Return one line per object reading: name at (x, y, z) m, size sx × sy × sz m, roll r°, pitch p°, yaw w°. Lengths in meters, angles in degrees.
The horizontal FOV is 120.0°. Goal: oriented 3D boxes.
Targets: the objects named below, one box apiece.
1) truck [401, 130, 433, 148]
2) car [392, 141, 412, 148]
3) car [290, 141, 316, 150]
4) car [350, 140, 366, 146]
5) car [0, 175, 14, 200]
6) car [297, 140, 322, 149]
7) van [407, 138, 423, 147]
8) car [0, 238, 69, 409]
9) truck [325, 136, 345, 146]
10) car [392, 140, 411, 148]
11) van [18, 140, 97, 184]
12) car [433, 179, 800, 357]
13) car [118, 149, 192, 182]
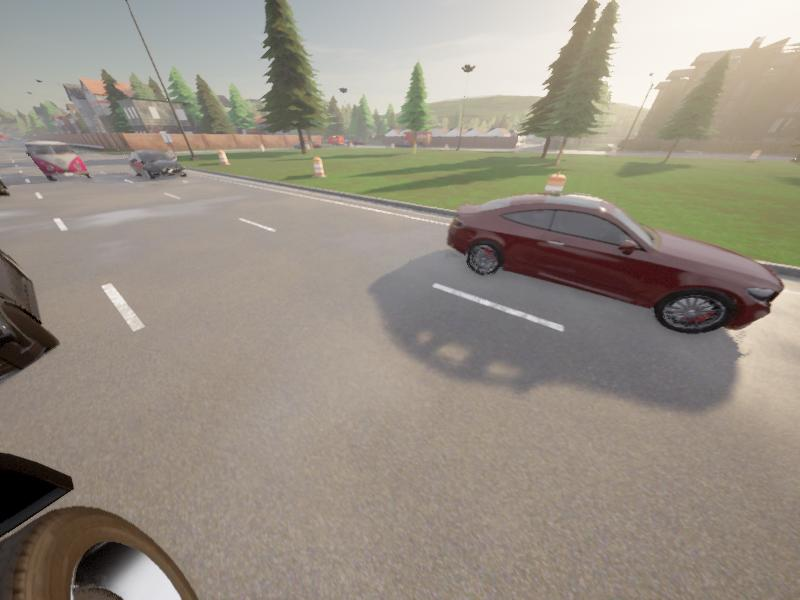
truck at (4.591, -44.809, 64.205) m, size 8.468 × 3.827 × 2.891 m, roll 22°, pitch 41°, yaw 28°
car at (0.484, -42.995, 63.764) m, size 5.027 × 1.651 × 2.152 m, roll 22°, pitch 41°, yaw 28°
car at (-20.674, -33.120, 49.490) m, size 2.007 × 1.525 × 4.514 m, roll 28°, pitch 44°, yaw 34°
car at (-13.715, -51.306, 75.329) m, size 4.792 × 1.488 × 2.163 m, roll 22°, pitch 41°, yaw 28°
car at (-19.452, -5.402, 10.020) m, size 5.027 × 1.651 × 2.152 m, roll 22°, pitch 41°, yaw 28°
car at (-20.849, -35.826, 53.257) m, size 4.611 × 1.667 × 2.242 m, roll -28°, pitch 44°, yaw -34°
van at (4.408, -46.587, 68.328) m, size 4.442 × 1.987 × 1.775 m, roll 22°, pitch 41°, yaw 28°
car at (-6.058, 0.103, 2.549) m, size 4.181 × 1.385 × 1.994 m, roll 22°, pitch 41°, yaw 28°
truck at (-20.165, -49.418, 71.737) m, size 5.204 × 2.467 × 2.627 m, roll 22°, pitch 41°, yaw 28°
car at (0.354, -40.666, 60.287) m, size 4.611 × 1.667 × 2.242 m, roll 22°, pitch 41°, yaw 28°
van at (-20.839, -8.514, 14.109) m, size 4.442 × 1.987 × 1.775 m, roll 24°, pitch 41°, yaw 30°
car at (3.166, -1.073, 4.204) m, size 4.674 × 1.442 × 1.812 m, roll 22°, pitch 41°, yaw 28°
car at (-15.930, -8.827, 15.017) m, size 4.892 × 1.490 × 1.837 m, roll 23°, pitch 41°, yaw 28°
